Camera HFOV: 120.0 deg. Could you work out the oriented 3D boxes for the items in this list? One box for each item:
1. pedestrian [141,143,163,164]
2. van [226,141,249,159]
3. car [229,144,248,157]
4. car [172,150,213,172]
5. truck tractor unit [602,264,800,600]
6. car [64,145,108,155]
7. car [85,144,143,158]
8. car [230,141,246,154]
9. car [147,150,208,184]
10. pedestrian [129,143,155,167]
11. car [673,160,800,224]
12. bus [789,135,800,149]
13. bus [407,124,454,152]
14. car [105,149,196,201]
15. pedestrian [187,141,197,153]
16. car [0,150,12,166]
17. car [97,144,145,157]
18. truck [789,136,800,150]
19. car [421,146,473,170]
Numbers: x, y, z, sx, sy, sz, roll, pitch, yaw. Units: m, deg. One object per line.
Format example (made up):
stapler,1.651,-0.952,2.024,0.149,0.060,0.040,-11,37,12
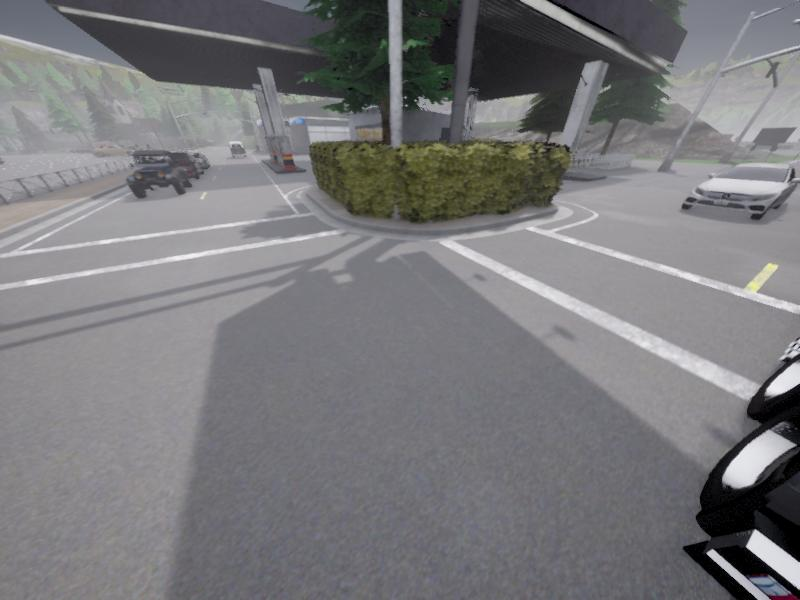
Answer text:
pedestrian,-26.092,-15.413,24.336,0.751,1.860,0.751,-19,39,-24
van,-23.646,-21.950,33.719,2.069,2.038,4.480,-19,39,-24
car,-26.808,-24.919,38.412,2.007,1.525,4.514,-19,39,-24
car,-18.830,-12.806,21.190,1.970,1.475,3.806,-18,39,-24
truck tractor unit,5.057,-0.373,0.697,6.516,4.208,3.053,-21,40,-22
car,-62.685,-30.125,46.278,4.792,1.488,2.163,-19,39,-24
car,-43.704,-22.896,35.487,5.027,1.636,2.152,-19,39,-24
car,-30.320,-28.597,43.354,1.905,1.878,3.866,-19,39,-24
car,-15.696,-9.719,16.646,2.033,1.649,4.856,-19,39,-24
pedestrian,-24.243,-13.595,21.736,0.751,1.860,0.751,-19,39,-24
car,12.266,-3.992,8.172,4.674,1.442,1.812,-18,38,-24
bus,80.314,-29.362,41.013,3.944,4.253,10.273,-18,39,-24
bus,5.885,-32.968,47.049,3.944,4.253,10.273,-18,39,-23
car,-12.502,-6.614,11.977,1.905,1.878,3.866,-19,39,-24
pedestrian,-40.377,-29.816,44.924,0.751,1.860,0.751,-19,39,-24
car,-44.418,-14.773,23.966,3.633,1.501,1.845,-19,39,-24
car,-45.320,-24.430,37.696,4.514,1.523,2.007,-19,39,-24
truck,74.244,-27.289,38.522,2.891,3.827,8.468,-18,39,-24
car,4.331,-13.675,22.082,2.242,1.667,4.611,-19,39,-24
